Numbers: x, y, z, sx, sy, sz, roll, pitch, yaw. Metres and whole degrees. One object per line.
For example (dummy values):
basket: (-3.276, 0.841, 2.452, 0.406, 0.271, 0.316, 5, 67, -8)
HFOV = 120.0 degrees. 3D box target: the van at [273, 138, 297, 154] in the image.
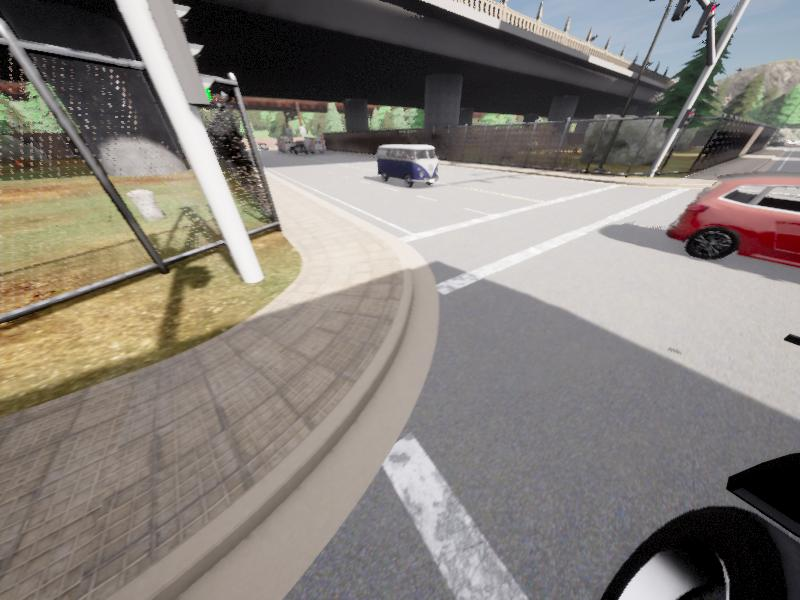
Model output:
van: (-22.441, -30.140, 45.010, 2.351, 2.431, 6.366, -22, 40, -28)

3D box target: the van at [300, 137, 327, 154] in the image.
van: (-15.970, -28.384, 42.446, 2.351, 2.431, 6.366, -22, 41, -28)

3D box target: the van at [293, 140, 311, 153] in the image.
van: (-20.134, -31.582, 47.421, 1.775, 1.987, 4.442, -22, 41, -28)

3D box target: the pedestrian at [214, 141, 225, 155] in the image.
pedestrian: (-29.988, -25.312, 38.402, 0.751, 1.860, 0.751, -22, 41, -28)

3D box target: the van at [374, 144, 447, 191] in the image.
van: (0.413, -7.905, 13.533, 1.775, 1.987, 4.442, -22, 41, -28)

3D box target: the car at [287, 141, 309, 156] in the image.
car: (-17.435, -25.849, 39.337, 1.932, 1.855, 4.605, -22, 41, -28)

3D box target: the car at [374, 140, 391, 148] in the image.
car: (-4.941, -44.677, 66.072, 4.553, 1.767, 2.097, -22, 40, -28)

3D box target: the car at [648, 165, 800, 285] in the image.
car: (8.432, -1.288, 4.262, 2.242, 1.667, 4.611, -22, 41, -28)

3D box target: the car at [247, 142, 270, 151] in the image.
car: (-33.649, -36.546, 55.015, 3.988, 1.617, 1.851, 6, 36, 10)
